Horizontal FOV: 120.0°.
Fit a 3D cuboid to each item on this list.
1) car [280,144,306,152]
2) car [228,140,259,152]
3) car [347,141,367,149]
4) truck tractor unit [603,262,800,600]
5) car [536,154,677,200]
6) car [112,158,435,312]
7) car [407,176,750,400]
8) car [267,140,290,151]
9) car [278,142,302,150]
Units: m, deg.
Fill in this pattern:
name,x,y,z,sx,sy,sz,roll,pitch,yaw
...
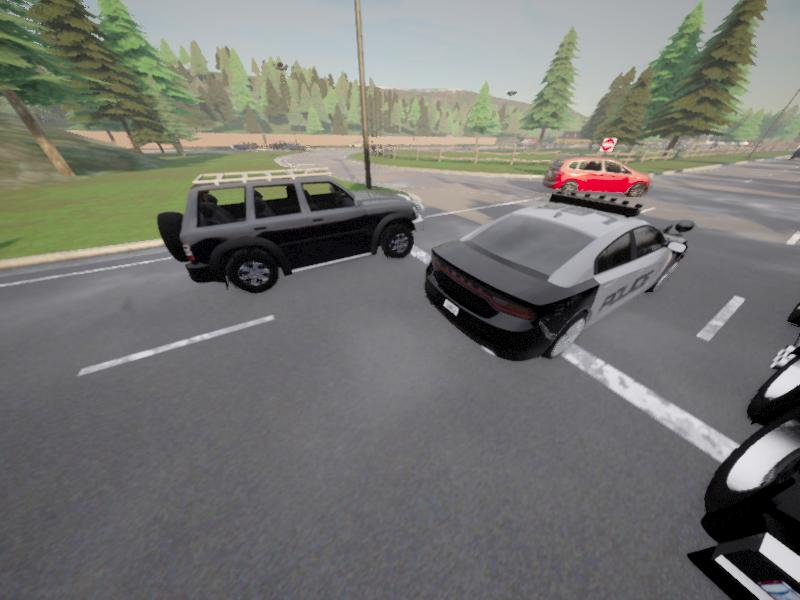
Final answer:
name,x,y,z,sx,sy,sz,roll,pitch,yaw
car,-21.529,-30.649,46.540,4.181,1.385,1.994,-18,39,-25
car,-30.585,-30.206,45.354,4.605,1.855,1.932,-18,39,-24
car,-11.425,-41.120,61.230,4.605,1.855,1.932,-18,39,-25
truck tractor unit,5.106,-0.303,0.797,6.516,4.208,3.053,-18,39,-24
car,9.976,-6.338,11.749,4.611,1.667,2.242,7,36,9
car,-1.793,-1.712,4.804,4.605,1.855,1.932,-18,39,-24
car,2.870,-0.822,3.782,5.238,1.638,1.930,-18,39,-24
car,-26.628,-33.826,50.580,3.866,1.878,1.905,-18,39,-24
car,-25.875,-36.208,54.391,4.514,1.525,2.007,-18,39,-25
